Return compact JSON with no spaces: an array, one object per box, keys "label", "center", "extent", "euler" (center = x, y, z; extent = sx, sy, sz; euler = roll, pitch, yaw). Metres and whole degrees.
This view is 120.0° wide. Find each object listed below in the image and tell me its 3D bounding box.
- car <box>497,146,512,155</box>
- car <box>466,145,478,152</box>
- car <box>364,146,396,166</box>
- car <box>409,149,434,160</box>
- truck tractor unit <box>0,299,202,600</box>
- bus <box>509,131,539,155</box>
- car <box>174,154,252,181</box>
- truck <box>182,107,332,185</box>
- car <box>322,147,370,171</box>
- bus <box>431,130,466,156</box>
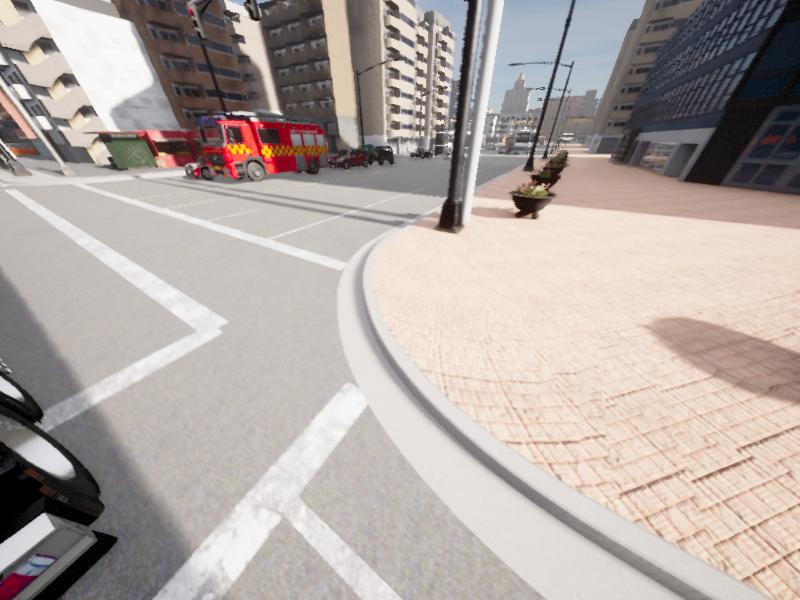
[{"label":"car","center":[23.886,-34.293,52.890],"extent":[2.033,1.649,4.856],"euler":[19,39,25]},{"label":"car","center":[20.305,-42.504,64.867],"extent":[1.994,1.385,4.181],"euler":[19,39,25]},{"label":"car","center":[-2.264,-17.422,27.829],"extent":[1.905,1.878,3.866],"euler":[18,38,25]},{"label":"car","center":[3.568,-24.338,38.480],"extent":[1.994,1.385,4.181],"euler":[26,42,33]},{"label":"truck tractor unit","center":[-5.169,-0.236,0.706],"extent":[6.516,4.208,3.053],"euler":[16,38,22]},{"label":"bus","center":[28.584,-36.129,53.197],"extent":[3.944,4.253,10.273],"euler":[19,39,25]},{"label":"car","center":[-13.876,-10.076,17.420],"extent":[1.970,1.475,3.806],"euler":[19,39,25]},{"label":"truck","center":[-9.516,-11.335,17.181],"extent":[2.891,3.827,8.468],"euler":[19,39,25]},{"label":"car","center":[-5.333,-14.442,23.526],"extent":[2.097,1.767,4.553],"euler":[19,38,25]},{"label":"bus","center":[10.697,-34.244,50.498],"extent":[3.944,4.253,10.273],"euler":[16,38,24]}]
